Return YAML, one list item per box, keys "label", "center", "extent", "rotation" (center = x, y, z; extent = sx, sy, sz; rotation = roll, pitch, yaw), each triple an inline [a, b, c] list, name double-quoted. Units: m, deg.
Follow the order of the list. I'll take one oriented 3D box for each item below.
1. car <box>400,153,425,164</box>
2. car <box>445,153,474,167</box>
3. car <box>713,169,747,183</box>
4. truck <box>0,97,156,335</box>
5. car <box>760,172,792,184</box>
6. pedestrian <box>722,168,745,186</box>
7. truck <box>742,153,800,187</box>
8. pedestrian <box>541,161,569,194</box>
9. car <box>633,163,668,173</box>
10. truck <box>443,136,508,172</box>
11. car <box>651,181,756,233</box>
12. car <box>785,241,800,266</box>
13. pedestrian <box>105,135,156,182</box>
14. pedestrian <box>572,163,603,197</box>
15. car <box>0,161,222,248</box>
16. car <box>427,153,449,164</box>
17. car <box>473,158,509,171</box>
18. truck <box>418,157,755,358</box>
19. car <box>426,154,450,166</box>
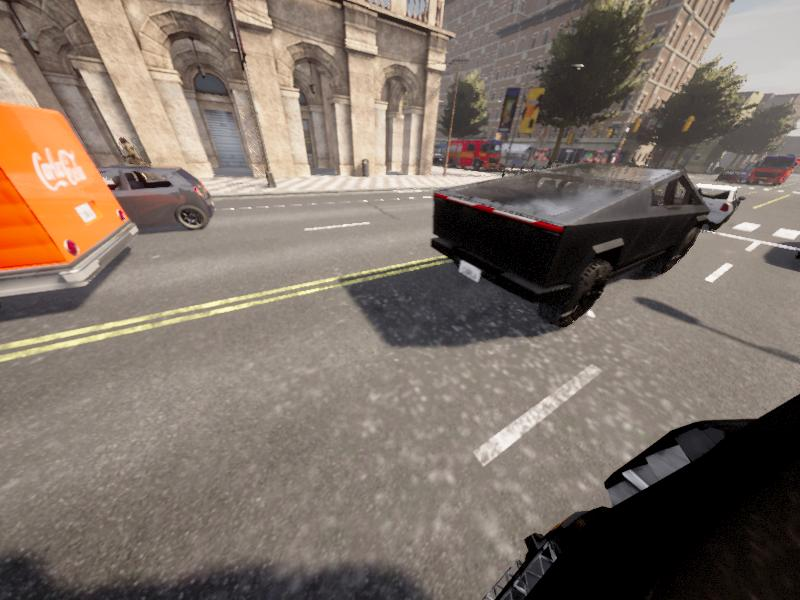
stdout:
- label: "car"
  center: [2.059, -24.303, 39.696]
  extent: [1.895, 1.301, 4.718]
  rotation: [-16, 38, -26]
- label: "car"
  center: [10.076, -23.993, 39.443]
  extent: [2.097, 1.767, 4.553]
  rotation: [-16, 38, -26]
- label: "car"
  center: [51.467, -19.397, 36.037]
  extent: [5.238, 1.638, 1.930]
  rotation: [-16, 38, -27]
- label: "truck"
  center: [-7.042, -0.844, 2.442]
  extent: [5.204, 2.467, 2.627]
  rotation: [-16, 38, -26]
- label: "car"
  center: [62.044, -20.150, 38.100]
  extent: [5.366, 1.575, 1.801]
  rotation: [-16, 38, -26]
- label: "pedestrian"
  center: [40.833, -15.007, 28.286]
  extent: [0.751, 1.860, 0.751]
  rotation: [-15, 38, -26]
- label: "truck"
  center: [54.441, -18.905, 33.558]
  extent: [8.468, 3.827, 2.891]
  rotation: [-16, 38, -26]
- label: "pedestrian"
  center: [10.475, -8.278, 15.624]
  extent: [0.751, 1.860, 0.751]
  rotation: [-19, 39, -30]
- label: "car"
  center: [58.134, -30.714, 53.787]
  extent: [2.038, 1.542, 4.974]
  rotation: [-15, 38, -25]
- label: "truck"
  center: [10.248, -20.845, 32.858]
  extent: [2.891, 3.827, 8.468]
  rotation: [-16, 38, -26]
- label: "car"
  center: [13.192, -4.186, 10.055]
  extent: [3.806, 1.475, 1.970]
  rotation: [-20, 40, -30]
- label: "car"
  center: [13.540, -1.860, 6.433]
  extent: [4.856, 1.649, 2.033]
  rotation: [-16, 38, -26]
- label: "pedestrian"
  center: [-12.919, -6.779, 11.160]
  extent: [0.751, 1.860, 0.751]
  rotation: [-13, 37, -23]
- label: "pedestrian"
  center: [12.056, -7.709, 14.894]
  extent: [0.751, 1.860, 0.751]
  rotation: [-24, 42, -34]
- label: "car"
  center: [-7.167, -2.654, 6.018]
  extent: [3.633, 1.501, 1.845]
  rotation: [-16, 38, -26]
- label: "car"
  center: [7.109, -26.807, 43.739]
  extent: [1.970, 1.475, 3.806]
  rotation: [-15, 38, -26]
- label: "car"
  center: [13.520, -20.348, 34.669]
  extent: [1.895, 1.301, 4.718]
  rotation: [-16, 38, -26]
- label: "truck"
  center: [3.726, -1.492, 4.645]
  extent: [6.274, 2.098, 2.390]
  rotation: [-16, 38, -26]
- label: "car"
  center: [6.366, -23.679, 38.951]
  extent: [1.970, 1.475, 3.806]
  rotation: [-16, 38, -26]
